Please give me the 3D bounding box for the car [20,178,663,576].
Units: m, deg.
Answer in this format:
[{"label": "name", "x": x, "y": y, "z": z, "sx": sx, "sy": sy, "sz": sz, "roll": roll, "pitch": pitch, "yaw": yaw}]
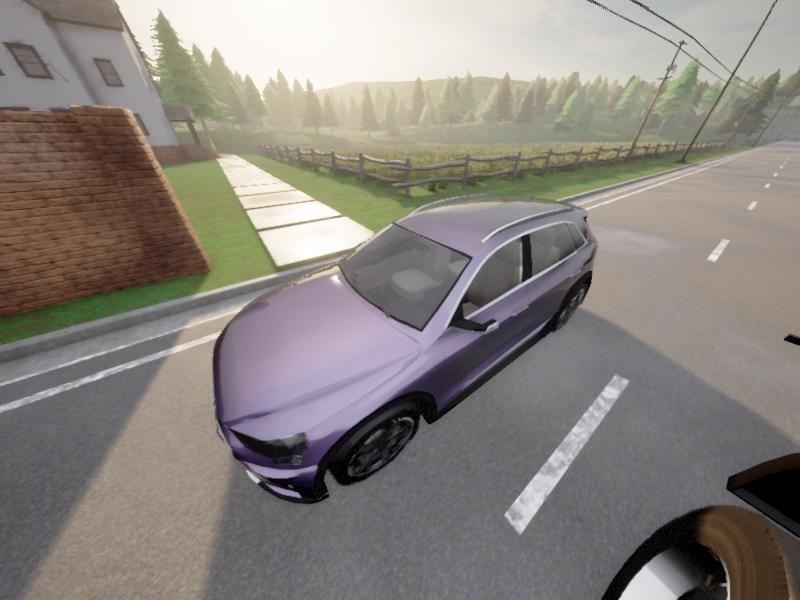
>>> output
[{"label": "car", "x": 0.579, "y": -0.219, "z": 2.794, "sx": 4.856, "sy": 1.649, "sz": 2.033, "roll": -22, "pitch": 41, "yaw": -28}]
